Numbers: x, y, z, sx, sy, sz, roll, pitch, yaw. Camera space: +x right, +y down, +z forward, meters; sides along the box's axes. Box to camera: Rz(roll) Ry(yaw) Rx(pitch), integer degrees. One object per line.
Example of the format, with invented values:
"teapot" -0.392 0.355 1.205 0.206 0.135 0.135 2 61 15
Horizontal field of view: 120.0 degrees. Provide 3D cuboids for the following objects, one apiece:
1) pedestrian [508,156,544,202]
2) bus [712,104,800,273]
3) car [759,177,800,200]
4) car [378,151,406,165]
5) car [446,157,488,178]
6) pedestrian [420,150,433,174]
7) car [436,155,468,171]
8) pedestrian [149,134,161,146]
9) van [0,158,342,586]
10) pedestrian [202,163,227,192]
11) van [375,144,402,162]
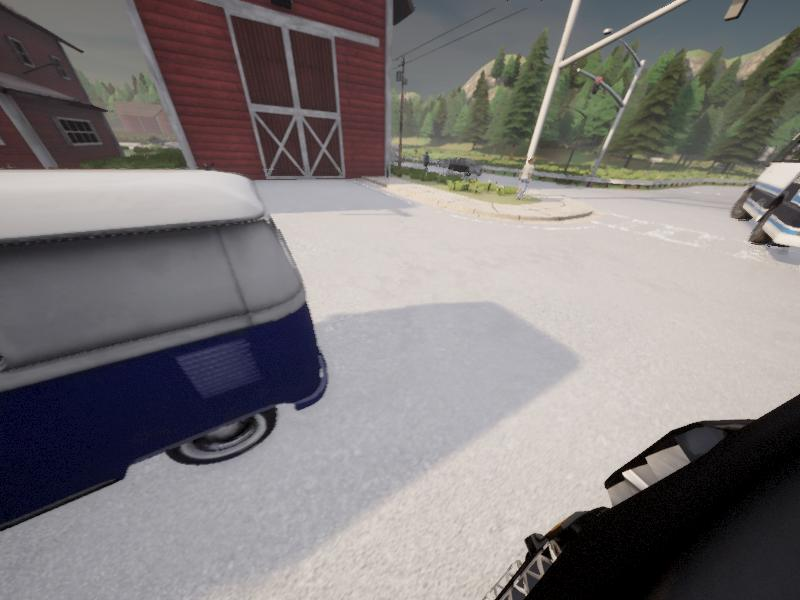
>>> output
"pedestrian" 6.096 -5.904 11.282 0.751 1.860 0.751 -19 40 -30
"bus" 14.326 -3.848 7.031 10.273 4.253 3.944 -25 44 -35
"car" 34.194 -9.847 20.193 5.357 1.411 2.033 -16 38 -26
"car" -1.244 -21.324 34.620 2.128 1.511 4.902 -15 38 -25
"car" 6.535 -13.272 23.074 1.789 1.549 3.705 -15 38 -25
"pedestrian" 2.526 -13.061 21.850 0.751 1.860 0.751 -15 38 -25
"car" 6.443 -17.359 29.239 1.845 1.501 3.633 -15 37 -25
"pedestrian" -49.329 -32.144 46.490 0.751 1.860 0.751 -7 35 -14
"van" -2.872 0.417 1.292 4.442 1.987 1.775 -16 38 -26
"pedestrian" -8.135 -5.400 10.184 0.500 1.100 0.500 -16 38 -26
"van" -2.197 -26.717 41.834 2.351 2.431 6.366 -15 38 -25
